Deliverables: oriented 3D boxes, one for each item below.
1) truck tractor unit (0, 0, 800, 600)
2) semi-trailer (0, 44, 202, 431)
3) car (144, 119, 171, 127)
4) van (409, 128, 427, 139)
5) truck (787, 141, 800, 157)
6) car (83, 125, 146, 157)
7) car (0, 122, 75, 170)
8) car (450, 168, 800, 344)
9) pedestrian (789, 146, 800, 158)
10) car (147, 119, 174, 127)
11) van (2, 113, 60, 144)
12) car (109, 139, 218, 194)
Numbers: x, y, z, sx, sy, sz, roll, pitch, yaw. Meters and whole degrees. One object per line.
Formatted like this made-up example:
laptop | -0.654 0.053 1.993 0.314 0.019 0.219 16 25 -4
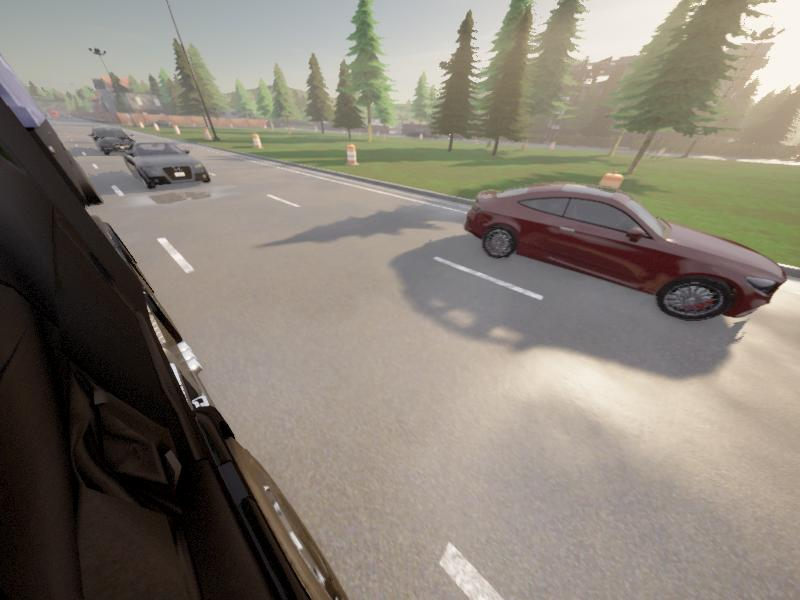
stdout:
truck tractor unit | -2.645 -0.295 0.351 6.516 4.208 3.053 28 44 30
semi-trailer | -8.699 -3.598 4.238 14.254 4.402 2.717 28 44 30
car | -68.240 -49.947 65.084 2.242 1.667 4.611 19 40 20
van | 4.649 -43.688 60.620 4.442 1.987 1.775 28 44 30
truck | 89.273 -32.919 49.656 2.891 3.827 8.468 28 44 30
car | -19.780 -11.042 15.973 4.892 1.490 1.837 28 44 30
car | -19.088 -7.985 11.821 5.027 1.651 2.152 28 44 30
car | 3.580 -1.329 4.406 4.674 1.442 1.812 28 44 30
pedestrian | 72.474 -26.886 41.960 0.751 1.860 0.751 28 44 30
car | -65.456 -48.437 63.298 2.007 1.525 4.514 18 39 19
van | -31.814 -14.916 20.033 4.442 1.987 1.775 28 44 30
car | -9.587 -5.559 9.350 4.181 1.385 1.994 28 44 30
